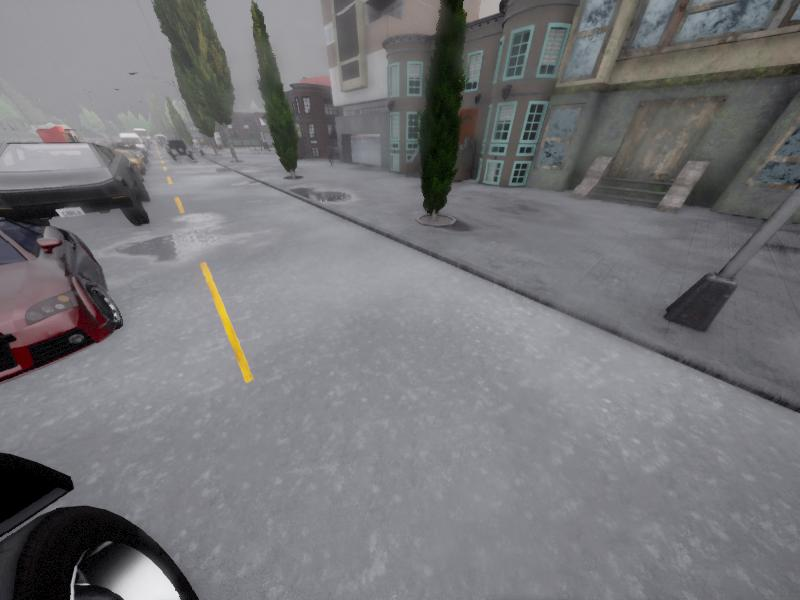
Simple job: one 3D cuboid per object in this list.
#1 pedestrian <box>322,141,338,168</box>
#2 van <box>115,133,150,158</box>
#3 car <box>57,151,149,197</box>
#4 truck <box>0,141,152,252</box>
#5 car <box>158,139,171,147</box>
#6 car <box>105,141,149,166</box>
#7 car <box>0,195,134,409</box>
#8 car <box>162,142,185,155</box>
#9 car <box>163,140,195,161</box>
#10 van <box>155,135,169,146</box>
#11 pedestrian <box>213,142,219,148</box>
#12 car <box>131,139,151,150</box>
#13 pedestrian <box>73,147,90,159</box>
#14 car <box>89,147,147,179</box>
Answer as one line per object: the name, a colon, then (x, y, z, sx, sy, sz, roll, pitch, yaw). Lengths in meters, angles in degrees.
pedestrian: (-5.953, -12.371, 19.604, 0.751, 1.860, 0.751, -30, 45, -35)
van: (-35.529, -20.732, 30.865, 1.988, 2.561, 5.915, -27, 44, -33)
car: (-15.009, -6.744, 12.064, 2.128, 1.511, 4.902, -27, 43, -33)
truck: (-10.217, -3.817, 7.436, 2.390, 2.098, 6.274, -27, 43, -33)
car: (-63.755, -42.484, 62.401, 1.851, 1.617, 3.988, -27, 43, -33)
car: (-25.977, -14.144, 22.173, 1.932, 1.855, 4.605, -27, 42, -33)
car: (-5.651, -0.234, 3.043, 4.181, 1.385, 1.994, 26, 42, 32)
car: (-34.627, -23.203, 35.301, 1.970, 1.475, 3.806, -27, 43, -33)
car: (-25.610, -17.410, 26.788, 1.905, 1.878, 3.866, -27, 43, -33)
van: (-69.280, -46.570, 67.246, 1.988, 2.561, 5.915, -27, 43, -33)
pedestrian: (-42.135, -35.548, 52.886, 0.500, 1.100, 0.500, -26, 43, -32)
car: (-53.174, -32.093, 47.513, 2.097, 1.767, 4.553, -27, 43, -33)
pedestrian: (-35.866, -16.616, 26.056, 0.500, 1.100, 0.500, 5, 35, 6)
car: (-19.615, -9.819, 16.334, 1.801, 1.575, 5.366, -27, 43, -33)
